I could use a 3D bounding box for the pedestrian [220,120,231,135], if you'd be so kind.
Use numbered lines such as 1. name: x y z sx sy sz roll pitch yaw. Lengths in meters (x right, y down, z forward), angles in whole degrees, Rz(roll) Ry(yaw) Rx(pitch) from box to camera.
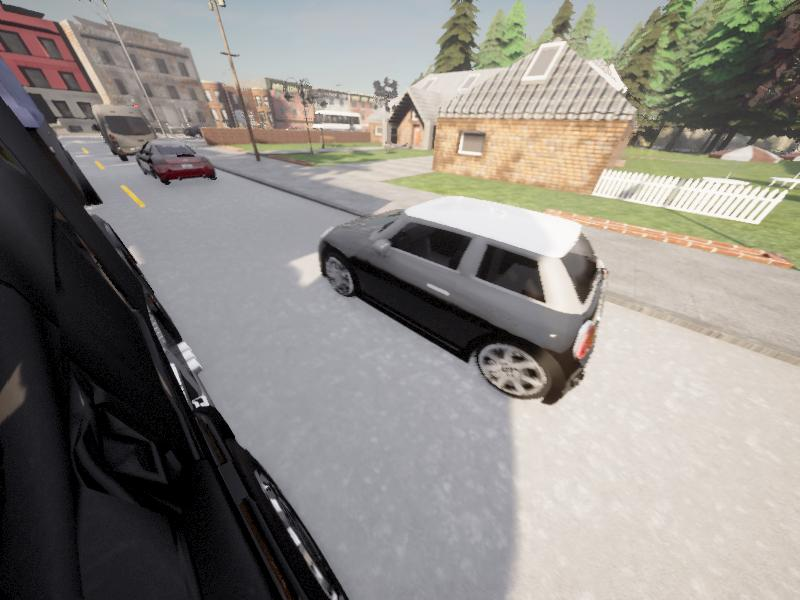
1. pedestrian: -28.554 -28.215 37.838 0.751 1.860 0.751 -28 46 -34

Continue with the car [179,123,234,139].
1. car: -25.383 -22.223 30.504 1.882 1.535 5.008 28 44 30

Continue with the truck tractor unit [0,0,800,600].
1. truck tractor unit: -2.645 -0.295 0.351 6.516 4.208 3.053 28 44 30

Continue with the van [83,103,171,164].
1. van: -16.691 -10.179 14.099 5.915 2.561 1.988 29 44 30

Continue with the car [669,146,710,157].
1. car: 58.908 -30.403 47.174 4.902 1.511 2.128 28 44 30

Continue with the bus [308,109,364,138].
1. bus: -12.513 -35.663 47.024 3.944 4.253 10.273 28 44 30

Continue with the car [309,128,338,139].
1. car: -13.767 -30.120 41.875 1.812 1.442 4.674 28 44 30

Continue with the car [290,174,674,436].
1. car: 0.585 -0.572 3.217 3.806 1.475 1.970 28 44 30

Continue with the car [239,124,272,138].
1. car: -23.352 -27.379 37.472 1.851 1.617 3.988 28 44 30

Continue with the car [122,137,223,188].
1. car: -9.990 -6.175 10.142 4.181 1.385 1.994 28 44 30

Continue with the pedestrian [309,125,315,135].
1. pedestrian: -19.189 -37.166 50.481 0.751 1.860 0.751 30 44 31

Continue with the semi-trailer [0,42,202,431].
1. semi-trailer: -8.706 -3.597 4.224 14.254 4.402 2.717 28 44 30

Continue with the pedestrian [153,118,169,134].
1. pedestrian: -34.144 -24.867 33.008 0.751 1.860 0.751 -30 47 -36
